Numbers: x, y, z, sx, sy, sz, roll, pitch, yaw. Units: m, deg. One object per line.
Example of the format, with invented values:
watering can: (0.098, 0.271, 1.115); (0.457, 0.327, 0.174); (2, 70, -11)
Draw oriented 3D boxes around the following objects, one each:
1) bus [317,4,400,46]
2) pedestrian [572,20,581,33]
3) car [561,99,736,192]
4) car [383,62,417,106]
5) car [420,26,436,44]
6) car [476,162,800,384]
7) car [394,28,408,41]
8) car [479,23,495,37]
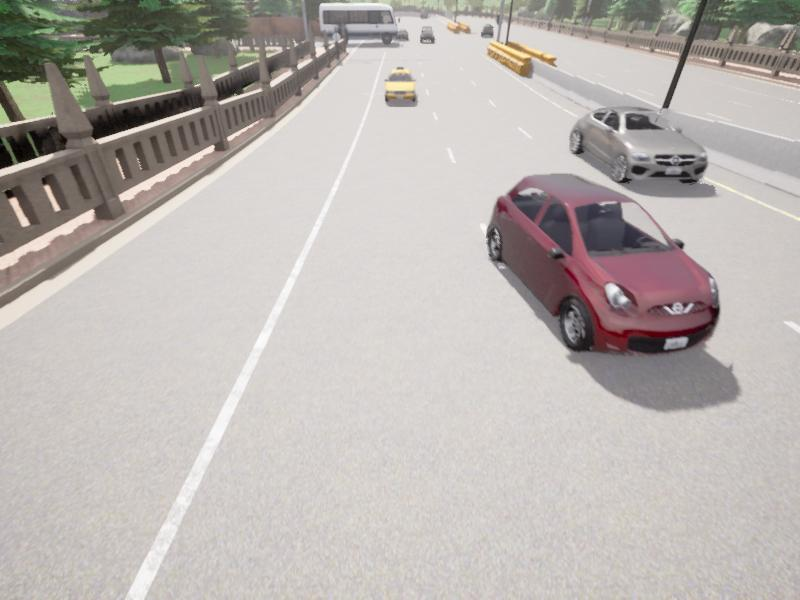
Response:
bus: (-5.267, -35.938, 52.237); (10.273, 4.253, 3.944); (-3, 37, -4)
pedestrian: (30.104, -46.653, 68.187); (0.751, 1.860, 0.751); (1, 37, 1)
car: (7.008, -4.902, 12.188); (2.152, 1.651, 5.027); (0, 33, 0)
car: (0.015, -12.989, 23.905); (1.801, 1.575, 5.366); (0, 36, 0)
car: (3.690, -35.982, 54.262); (1.905, 1.878, 3.866); (0, 37, 0)
car: (2.643, -0.739, 5.656); (1.845, 1.501, 3.633); (-5, 32, -9)
car: (0.228, -38.924, 58.608); (1.994, 1.385, 4.181); (1, 37, 1)
car: (14.074, -43.798, 64.893); (1.851, 1.617, 3.988); (3, 37, 4)
